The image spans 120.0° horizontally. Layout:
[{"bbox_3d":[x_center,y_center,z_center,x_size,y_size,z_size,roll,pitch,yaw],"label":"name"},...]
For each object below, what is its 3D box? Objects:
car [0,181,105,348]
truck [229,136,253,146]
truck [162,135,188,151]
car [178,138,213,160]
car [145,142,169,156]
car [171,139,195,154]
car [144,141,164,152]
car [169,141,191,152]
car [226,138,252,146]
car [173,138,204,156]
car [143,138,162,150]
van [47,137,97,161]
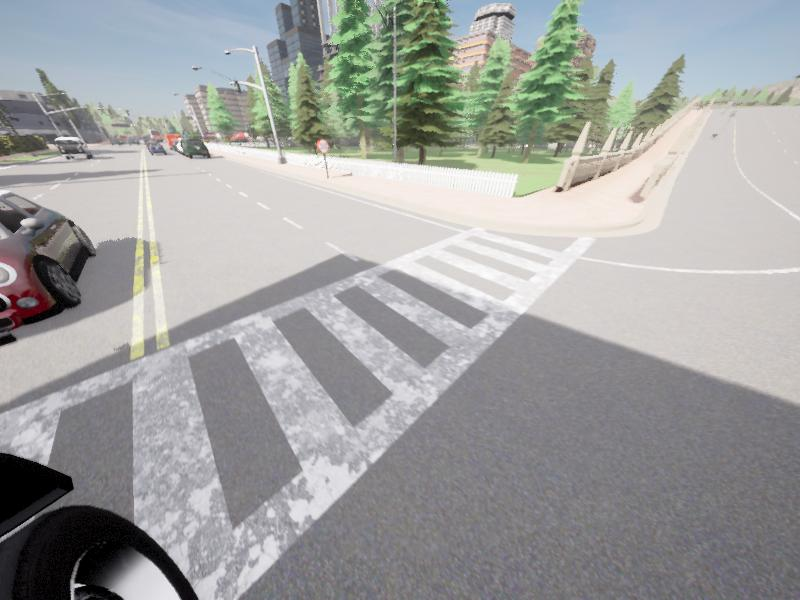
[{"bbox_3d":[-6.683,-0.688,3.551,1.970,1.475,3.806,-27,44,-34],"label":"car"},{"bbox_3d":[-49.032,-49.136,71.403,5.204,2.467,2.627,-28,44,-35],"label":"truck"},{"bbox_3d":[-44.242,-30.992,45.480,2.627,2.467,5.204,-27,43,-34],"label":"truck"},{"bbox_3d":[-25.770,-19.046,29.039,2.150,2.045,5.566,-27,44,-34],"label":"car"},{"bbox_3d":[-34.856,-21.653,33.054,1.789,1.549,3.705,-27,44,-34],"label":"car"},{"bbox_3d":[-35.563,-25.216,37.863,1.932,1.855,4.605,-27,43,-34],"label":"car"},{"bbox_3d":[-43.803,-27.367,41.070,1.801,1.575,5.366,-27,44,-34],"label":"car"},{"bbox_3d":[-39.958,-27.852,41.916,2.163,1.488,4.792,-27,43,-34],"label":"car"},{"bbox_3d":[-47.747,-46.887,68.564,5.566,2.045,2.150,-28,44,-35],"label":"car"},{"bbox_3d":[-30.686,-22.175,33.442,2.150,2.045,5.566,-27,44,-34],"label":"car"},{"bbox_3d":[-48.539,-30.510,45.235,1.932,1.855,4.605,-27,43,-34],"label":"car"},{"bbox_3d":[-36.635,-17.030,25.978,2.069,2.038,4.480,-27,44,-34],"label":"van"}]
